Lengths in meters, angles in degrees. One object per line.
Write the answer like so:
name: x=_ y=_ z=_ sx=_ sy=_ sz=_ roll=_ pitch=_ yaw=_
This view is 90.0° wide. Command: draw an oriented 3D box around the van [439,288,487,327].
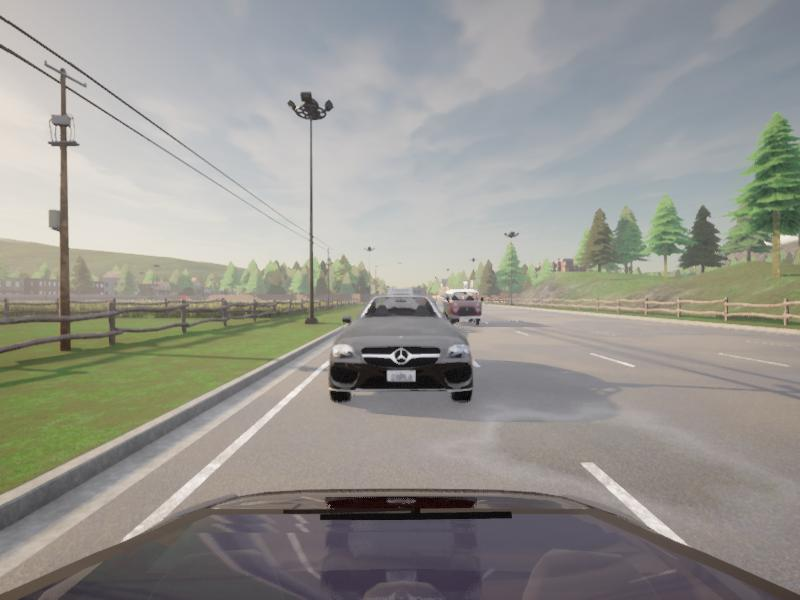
van: x=3.528 y=0.381 z=23.263 sx=2.069 sy=2.038 sz=4.480 roll=0 pitch=0 yaw=0

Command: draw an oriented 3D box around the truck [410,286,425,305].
truck: x=3.591 y=-0.940 z=83.729 sx=2.891 sy=3.827 sz=8.468 roll=0 pitch=0 yaw=0

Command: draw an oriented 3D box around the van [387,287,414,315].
van: x=0.045 y=0.090 z=38.062 sx=2.351 sy=2.431 sz=6.366 roll=0 pitch=0 yaw=0

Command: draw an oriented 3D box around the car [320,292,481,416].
car: x=0.016 y=0.705 z=7.863 sx=2.152 sy=1.651 sz=5.027 roll=0 pitch=0 yaw=0

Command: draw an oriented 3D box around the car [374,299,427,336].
car: x=0.026 y=0.699 z=18.705 sx=2.163 sy=1.488 sz=4.792 roll=0 pitch=1 yaw=0
